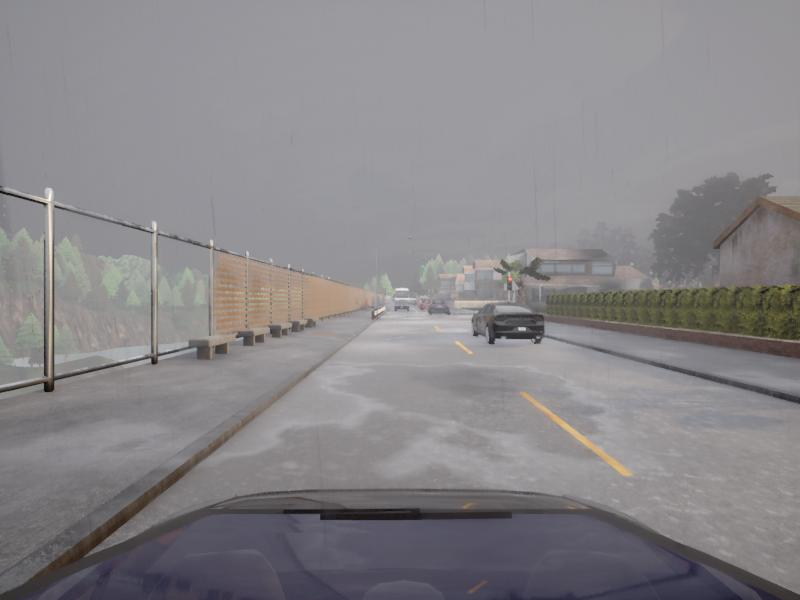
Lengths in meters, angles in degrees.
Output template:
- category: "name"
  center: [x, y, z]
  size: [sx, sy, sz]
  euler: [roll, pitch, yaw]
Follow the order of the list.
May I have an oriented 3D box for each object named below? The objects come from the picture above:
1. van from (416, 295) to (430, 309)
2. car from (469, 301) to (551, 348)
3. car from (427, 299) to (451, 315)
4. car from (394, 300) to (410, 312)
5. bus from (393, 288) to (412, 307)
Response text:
- category: "van"
  center: [4.396, 0.373, 76.649]
  size: [2.351, 2.431, 6.366]
  euler: [0, 0, 0]
- category: "car"
  center: [4.085, 0.823, 15.817]
  size: [1.882, 1.535, 5.008]
  euler: [0, 0, 0]
- category: "car"
  center: [4.230, 0.757, 44.420]
  size: [2.242, 1.667, 4.611]
  euler: [0, 0, 0]
- category: "car"
  center: [0.314, 0.781, 57.989]
  size: [2.152, 1.651, 5.027]
  euler: [0, 0, 2]
- category: "bus"
  center: [0.585, -0.539, 90.597]
  size: [3.944, 4.253, 10.273]
  euler: [0, 0, 0]
